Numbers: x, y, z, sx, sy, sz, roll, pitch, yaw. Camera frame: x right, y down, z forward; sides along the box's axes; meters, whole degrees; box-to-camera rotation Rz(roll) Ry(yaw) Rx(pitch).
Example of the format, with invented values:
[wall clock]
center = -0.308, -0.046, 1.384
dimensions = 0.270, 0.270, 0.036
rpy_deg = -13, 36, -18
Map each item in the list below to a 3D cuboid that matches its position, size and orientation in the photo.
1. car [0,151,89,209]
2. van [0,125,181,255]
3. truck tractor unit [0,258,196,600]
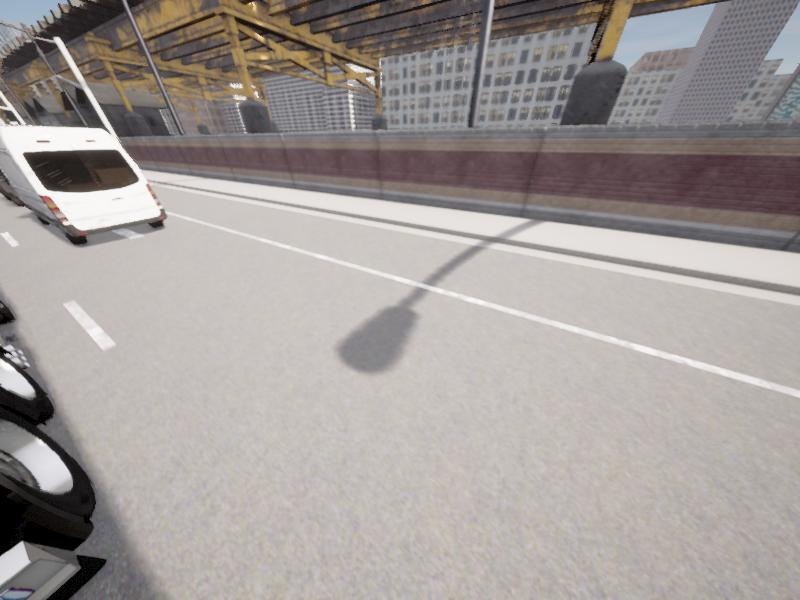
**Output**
[car]
center = -16.710, -5.516, 10.407
dimensions = 3.866, 1.878, 1.905
rpy_deg = 18, 39, 25
[van]
center = -9.805, -3.506, 6.892
dimensions = 5.915, 2.561, 1.988
rpy_deg = 18, 39, 25
[truck tractor unit]
center = -5.105, -0.305, 0.794
dimensions = 6.516, 4.208, 3.053
rpy_deg = 19, 39, 25
